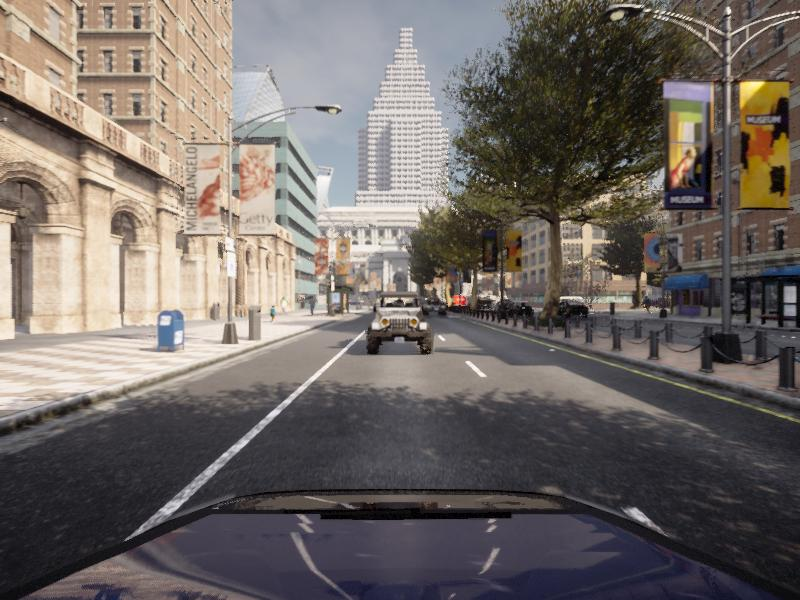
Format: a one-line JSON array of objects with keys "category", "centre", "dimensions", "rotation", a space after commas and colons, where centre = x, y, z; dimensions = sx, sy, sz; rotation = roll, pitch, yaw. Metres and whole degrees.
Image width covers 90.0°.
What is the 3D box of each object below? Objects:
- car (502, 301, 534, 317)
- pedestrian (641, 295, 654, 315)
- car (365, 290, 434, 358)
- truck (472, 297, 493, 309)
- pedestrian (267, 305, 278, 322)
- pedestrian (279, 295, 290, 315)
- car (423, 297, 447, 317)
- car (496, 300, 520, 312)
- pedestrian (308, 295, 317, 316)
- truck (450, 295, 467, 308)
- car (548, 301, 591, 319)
[{"category": "car", "centre": [11.469, 0.854, 39.042], "dimensions": [1.970, 1.475, 3.806], "rotation": [0, 0, 0]}, {"category": "pedestrian", "centre": [23.567, 0.486, 38.097], "dimensions": [0.751, 1.860, 0.751], "rotation": [0, 0, -1]}, {"category": "car", "centre": [-0.016, 0.644, 12.952], "dimensions": [1.905, 1.878, 3.866], "rotation": [0, 1, 0]}, {"category": "truck", "centre": [14.942, 0.541, 72.834], "dimensions": [2.390, 2.098, 6.274], "rotation": [0, 0, 0]}, {"category": "pedestrian", "centre": [-8.181, 0.865, 25.634], "dimensions": [0.500, 1.100, 0.500], "rotation": [0, 0, 4]}, {"category": "pedestrian", "centre": [-11.202, 0.485, 38.743], "dimensions": [0.751, 1.860, 0.751], "rotation": [0, 0, 12]}, {"category": "car", "centre": [3.385, 0.653, 39.697], "dimensions": [1.932, 1.855, 4.605], "rotation": [0, 0, -1]}, {"category": "car", "centre": [14.954, 0.771, 55.584], "dimensions": [1.930, 1.638, 5.238], "rotation": [0, 0, 0]}, {"category": "pedestrian", "centre": [-7.721, 0.485, 35.308], "dimensions": [0.751, 1.860, 0.751], "rotation": [0, 0, -6]}, {"category": "truck", "centre": [11.439, 0.356, 78.373], "dimensions": [2.627, 2.467, 5.204], "rotation": [0, 0, 0]}, {"category": "car", "centre": [14.970, 0.847, 35.649], "dimensions": [1.837, 1.490, 4.892], "rotation": [0, 0, 0]}]
